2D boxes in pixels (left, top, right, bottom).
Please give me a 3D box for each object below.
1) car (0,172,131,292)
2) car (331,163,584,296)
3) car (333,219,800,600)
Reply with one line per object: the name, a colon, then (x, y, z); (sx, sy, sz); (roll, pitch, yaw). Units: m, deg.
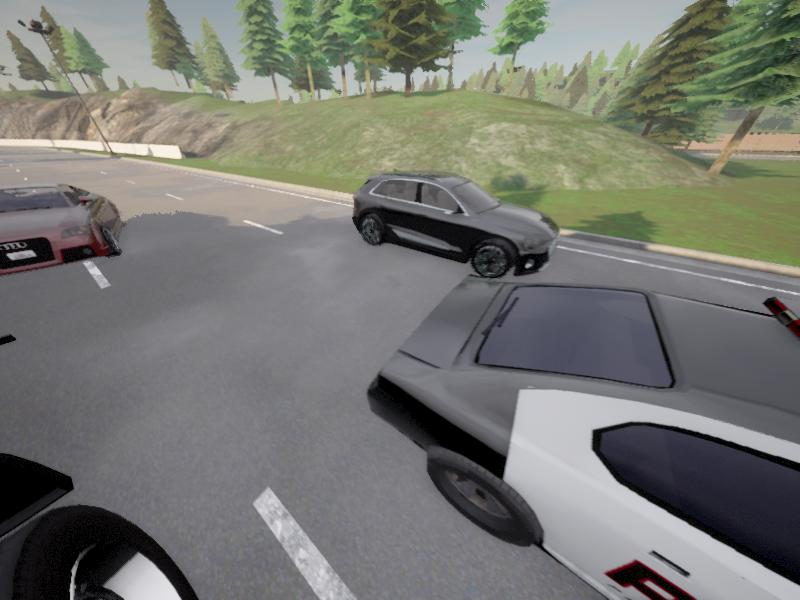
car: (-8.063, -1.823, 5.247); (1.994, 1.385, 4.181); (-26, 43, -33)
car: (0.977, -2.023, 5.381); (4.856, 1.649, 2.033); (22, 41, 28)
car: (2.270, 1.003, 1.188); (4.974, 1.542, 2.038); (22, 40, 28)
